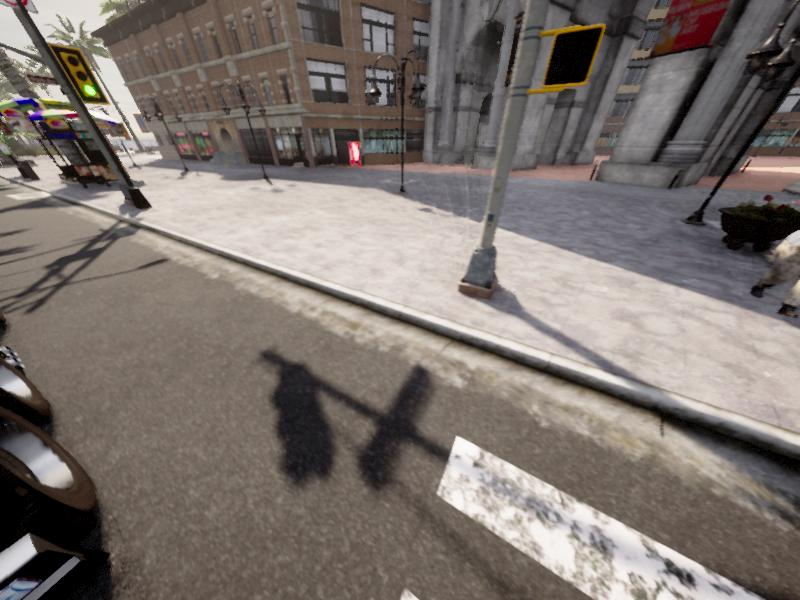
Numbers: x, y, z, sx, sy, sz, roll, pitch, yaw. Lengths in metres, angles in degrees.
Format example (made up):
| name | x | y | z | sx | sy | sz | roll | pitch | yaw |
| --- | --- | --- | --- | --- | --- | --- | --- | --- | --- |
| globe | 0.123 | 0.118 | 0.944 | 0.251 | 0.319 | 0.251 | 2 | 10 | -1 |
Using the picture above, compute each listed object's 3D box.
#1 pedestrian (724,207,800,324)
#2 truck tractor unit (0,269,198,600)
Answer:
| name | x | y | z | sx | sy | sz | roll | pitch | yaw |
| --- | --- | --- | --- | --- | --- | --- | --- | --- | --- |
| pedestrian | 5.580 | -0.670 | 2.974 | 0.751 | 1.860 | 0.751 | 24 | 42 | 31 |
| truck tractor unit | -5.121 | -0.290 | 0.770 | 6.516 | 4.208 | 3.053 | 18 | 39 | 24 |
